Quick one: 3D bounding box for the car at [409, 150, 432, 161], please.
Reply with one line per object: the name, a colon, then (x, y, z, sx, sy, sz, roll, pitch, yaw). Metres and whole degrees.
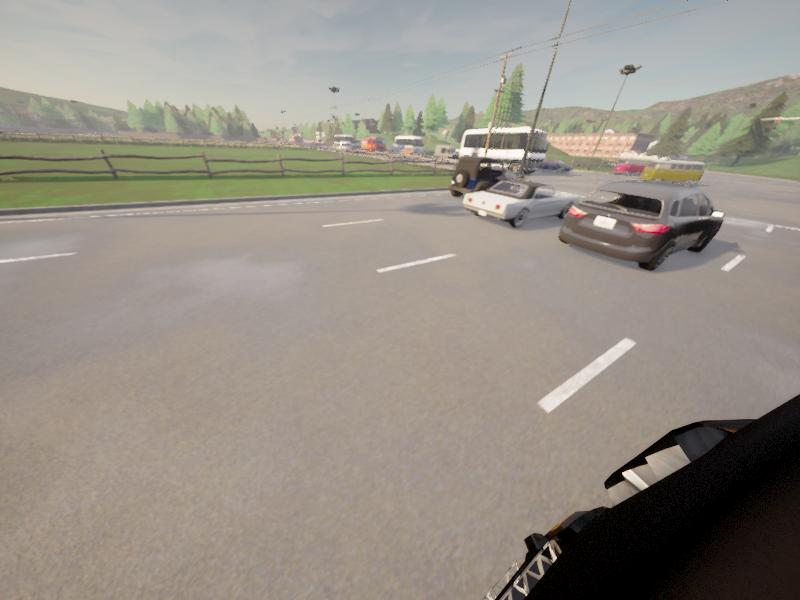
car: (3.867, -27.477, 43.884, 1.837, 1.490, 4.892, -17, 38, -26)

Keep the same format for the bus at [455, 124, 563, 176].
bus: (11.764, -17.356, 26.859, 3.944, 4.253, 10.273, -17, 38, -27)

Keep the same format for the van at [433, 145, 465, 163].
van: (8.814, -26.937, 42.490, 1.988, 2.561, 5.915, -17, 38, -26)

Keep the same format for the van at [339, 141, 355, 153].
van: (-14.536, -42.015, 63.307, 1.988, 2.561, 5.915, -17, 38, -26)

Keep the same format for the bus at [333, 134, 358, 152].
bus: (-17.124, -49.214, 72.366, 3.944, 4.253, 10.273, -17, 38, -26)

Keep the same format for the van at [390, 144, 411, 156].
van: (0.027, -39.253, 60.351, 2.351, 2.431, 6.366, -17, 38, -26)

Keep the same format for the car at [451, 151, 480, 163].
car: (12.301, -26.974, 43.616, 2.152, 1.651, 5.027, -17, 38, -26)

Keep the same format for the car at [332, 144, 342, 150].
car: (-24.132, -58.574, 88.203, 1.930, 1.638, 5.238, -17, 38, -26)

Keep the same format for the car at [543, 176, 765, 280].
car: (6.643, -2.221, 6.197, 4.611, 1.667, 2.242, -14, 37, -24)

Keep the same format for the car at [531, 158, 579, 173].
car: (21.131, -18.520, 31.746, 2.163, 1.488, 4.792, -18, 39, -28)

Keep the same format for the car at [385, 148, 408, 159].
car: (-0.764, -28.239, 44.532, 2.242, 1.667, 4.611, -17, 38, -26)

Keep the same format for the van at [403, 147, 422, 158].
van: (2.699, -32.645, 51.074, 1.775, 1.987, 4.442, -17, 38, -26)

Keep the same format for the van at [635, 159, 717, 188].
van: (26.264, -12.206, 22.227, 4.442, 1.987, 1.775, 9, 35, 9)

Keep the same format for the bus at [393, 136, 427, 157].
bus: (2.490, -41.603, 62.396, 3.944, 4.253, 10.273, -17, 38, -26)

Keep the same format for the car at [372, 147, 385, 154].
car: (-5.931, -40.799, 63.125, 1.812, 1.442, 4.674, -17, 38, -26)

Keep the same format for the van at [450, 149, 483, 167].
van: (10.014, -21.739, 35.261, 2.069, 2.038, 4.480, -16, 38, -26)

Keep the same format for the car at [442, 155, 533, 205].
car: (4.364, -6.156, 11.714, 3.866, 1.878, 1.905, -17, 38, -26)

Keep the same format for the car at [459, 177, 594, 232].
car: (4.755, -3.760, 8.699, 4.718, 1.301, 1.895, -16, 38, -26)

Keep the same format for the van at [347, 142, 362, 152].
van: (-14.859, -49.904, 75.198, 2.351, 2.431, 6.366, -17, 38, -26)

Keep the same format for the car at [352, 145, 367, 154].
car: (-10.197, -37.495, 57.500, 1.932, 1.855, 4.605, -17, 38, -26)

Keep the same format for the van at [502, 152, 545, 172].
van: (16.790, -19.064, 31.743, 2.069, 2.038, 4.480, -18, 39, -27)

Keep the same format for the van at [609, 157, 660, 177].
van: (31.763, -18.070, 31.378, 4.442, 1.987, 1.775, -1, 35, -5)

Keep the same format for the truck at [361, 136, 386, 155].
truck: (-6.665, -38.724, 57.828, 2.891, 3.827, 8.468, -17, 38, -26)
